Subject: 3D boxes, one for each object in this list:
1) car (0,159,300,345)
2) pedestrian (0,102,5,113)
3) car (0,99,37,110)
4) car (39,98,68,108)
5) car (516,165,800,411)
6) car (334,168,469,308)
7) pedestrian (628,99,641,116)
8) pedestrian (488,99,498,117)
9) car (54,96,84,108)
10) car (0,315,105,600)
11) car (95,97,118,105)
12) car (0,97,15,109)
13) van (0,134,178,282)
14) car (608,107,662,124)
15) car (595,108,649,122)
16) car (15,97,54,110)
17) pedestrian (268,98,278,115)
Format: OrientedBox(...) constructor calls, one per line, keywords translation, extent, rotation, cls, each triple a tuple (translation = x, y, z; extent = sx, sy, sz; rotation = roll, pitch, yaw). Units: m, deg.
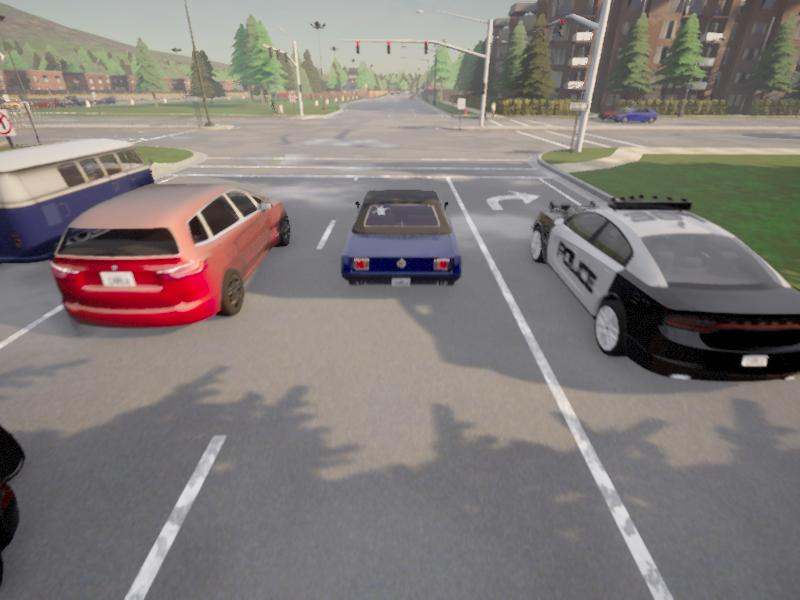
OrientedBox(translation=(-3.472, -1.218, 6.922), extent=(2.242, 1.667, 4.611), rotation=(0, 28, 0), cls="car")
OrientedBox(translation=(-53.647, -25.878, 53.122), extent=(0.751, 1.860, 0.751), rotation=(2, 28, 3), cls="pedestrian")
OrientedBox(translation=(-64.512, -33.014, 67.399), extent=(1.801, 1.575, 5.366), rotation=(0, 28, 0), cls="car")
OrientedBox(translation=(-64.492, -36.749, 74.538), extent=(1.851, 1.617, 3.988), rotation=(0, 28, 0), cls="car")
OrientedBox(translation=(3.524, -0.779, 6.152), extent=(1.930, 1.638, 5.238), rotation=(0, 28, 0), cls="car")
OrientedBox(translation=(0.035, -1.559, 7.995), extent=(1.895, 1.301, 4.718), rotation=(0, 28, 0), cls="car")
OrientedBox(translation=(29.422, -24.179, 50.304), extent=(0.751, 1.860, 0.751), rotation=(1, 28, 1), cls="pedestrian")
OrientedBox(translation=(10.918, -22.457, 46.888), extent=(0.751, 1.860, 0.751), rotation=(-2, 28, -5), cls="pedestrian")
OrientedBox(translation=(-60.992, -36.574, 73.855), extent=(1.905, 1.878, 3.866), rotation=(0, 28, 0), cls="car")
OrientedBox(translation=(-3.513, 2.038, 0.744), extent=(1.930, 1.638, 5.238), rotation=(0, 28, 0), cls="car")
OrientedBox(translation=(-64.447, -43.715, 87.875), extent=(1.816, 1.474, 4.193), rotation=(0, 28, 0), cls="car")
OrientedBox(translation=(-68.012, -33.056, 67.102), extent=(1.932, 1.855, 4.605), rotation=(0, 28, 0), cls="car")
OrientedBox(translation=(-6.959, -2.221, 8.478), extent=(1.775, 1.987, 4.442), rotation=(0, 28, 0), cls="van")
OrientedBox(translation=(24.194, -19.045, 41.279), extent=(4.193, 1.474, 1.816), rotation=(0, 28, 0), cls="car")
OrientedBox(translation=(24.561, -20.591, 44.423), extent=(4.718, 1.301, 1.895), rotation=(0, 28, 0), cls="car")
OrientedBox(translation=(-61.013, -32.902, 66.940), extent=(2.097, 1.767, 4.553), rotation=(0, 28, 0), cls="car")
OrientedBox(translation=(-16.092, -24.578, 50.832), extent=(0.751, 1.860, 0.751), rotation=(2, 28, 4), cls="pedestrian")
